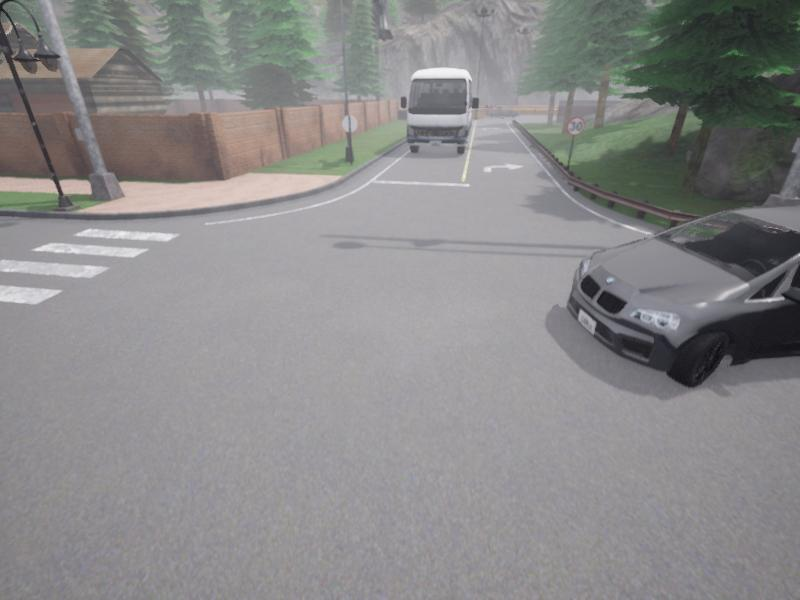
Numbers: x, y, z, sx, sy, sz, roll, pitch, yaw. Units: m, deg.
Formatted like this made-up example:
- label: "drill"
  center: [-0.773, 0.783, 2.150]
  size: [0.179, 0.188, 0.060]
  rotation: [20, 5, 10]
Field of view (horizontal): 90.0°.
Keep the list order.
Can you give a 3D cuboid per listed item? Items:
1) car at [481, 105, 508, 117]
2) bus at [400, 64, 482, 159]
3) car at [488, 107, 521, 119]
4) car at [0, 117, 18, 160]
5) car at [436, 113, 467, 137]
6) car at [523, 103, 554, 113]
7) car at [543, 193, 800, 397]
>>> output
- label: "car"
  center: [13.854, -27.802, 58.847]
  size: [3.633, 1.501, 1.845]
  rotation: [4, 28, 8]
- label: "bus"
  center: [2.865, -11.756, 24.734]
  size: [3.944, 4.253, 10.273]
  rotation: [5, 28, 9]
- label: "car"
  center: [14.519, -26.054, 55.634]
  size: [4.181, 1.385, 1.994]
  rotation: [4, 28, 8]
- label: "car"
  center: [-20.621, -7.059, 17.895]
  size: [1.932, 1.855, 4.605]
  rotation: [4, 28, 8]
- label: "car"
  center: [4.357, -14.623, 33.279]
  size: [2.128, 1.511, 4.902]
  rotation: [5, 28, 9]
- label: "car"
  center: [24.165, -33.514, 69.950]
  size: [4.892, 1.490, 1.837]
  rotation: [4, 28, 8]
- label: "car"
  center: [4.745, -0.308, 5.359]
  size: [4.611, 1.667, 2.242]
  rotation: [-4, 27, -7]
